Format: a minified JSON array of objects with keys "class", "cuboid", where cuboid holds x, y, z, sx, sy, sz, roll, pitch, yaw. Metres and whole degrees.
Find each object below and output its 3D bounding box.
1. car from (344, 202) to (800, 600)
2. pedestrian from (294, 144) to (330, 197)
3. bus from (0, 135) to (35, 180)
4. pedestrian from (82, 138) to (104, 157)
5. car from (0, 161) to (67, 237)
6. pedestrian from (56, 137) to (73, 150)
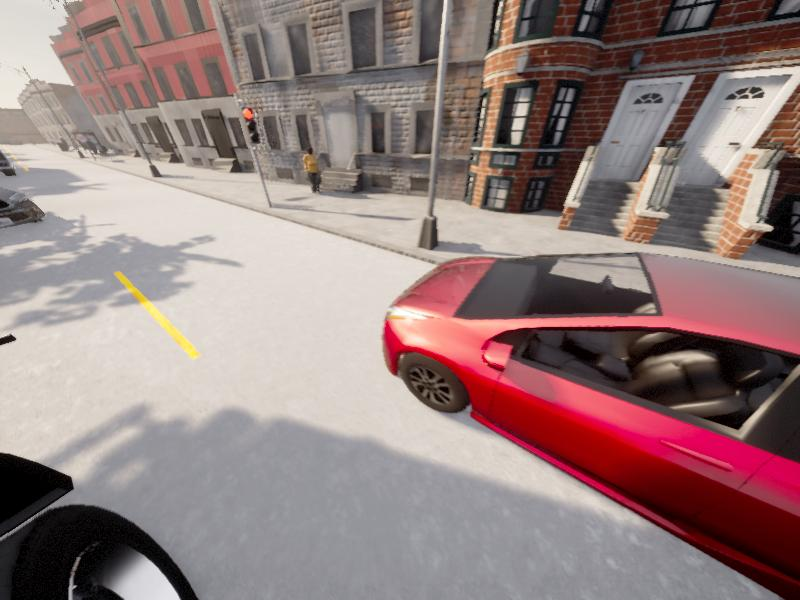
[{"class":"car","cuboid":[1.978,0.513,1.873,4.514,1.525,2.007,22,41,28]},{"class":"pedestrian","cuboid":[-3.666,-5.440,9.747,0.751,1.860,0.751,23,41,29]},{"class":"bus","cuboid":[-28.777,-10.397,14.697,10.273,4.253,3.944,22,41,28]},{"class":"pedestrian","cuboid":[-36.771,-18.290,27.664,0.751,1.860,0.751,23,41,28]},{"class":"car","cuboid":[-12.939,-2.694,6.158,4.611,1.667,2.242,5,35,6]},{"class":"pedestrian","cuboid":[-58.367,-27.263,40.189,0.751,1.860,0.751,20,39,25]}]
